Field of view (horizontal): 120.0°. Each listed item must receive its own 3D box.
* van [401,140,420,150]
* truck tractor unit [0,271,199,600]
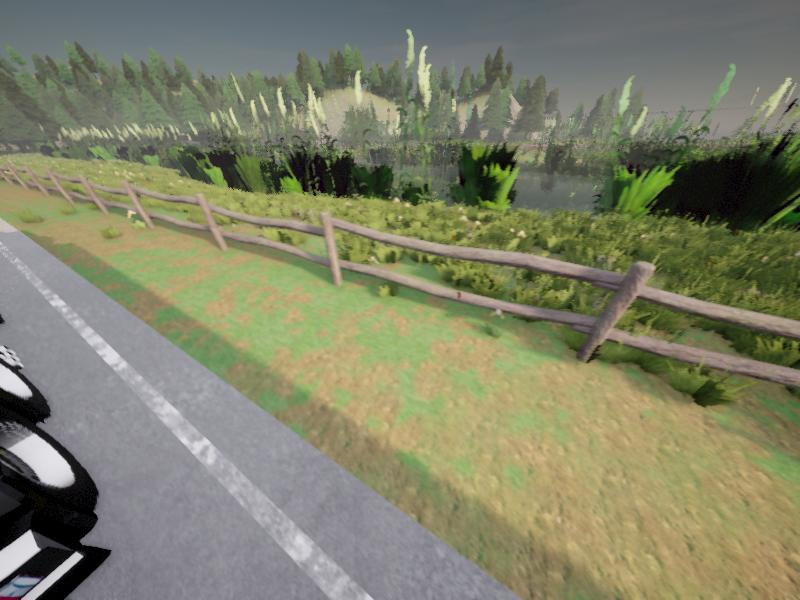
[{"bbox_3d":[2.621,-39.266,58.527,4.442,1.987,1.775,16,38,22],"label":"van"},{"bbox_3d":[-5.129,-0.283,0.759,6.516,4.208,3.053,18,39,24],"label":"truck tractor unit"}]
